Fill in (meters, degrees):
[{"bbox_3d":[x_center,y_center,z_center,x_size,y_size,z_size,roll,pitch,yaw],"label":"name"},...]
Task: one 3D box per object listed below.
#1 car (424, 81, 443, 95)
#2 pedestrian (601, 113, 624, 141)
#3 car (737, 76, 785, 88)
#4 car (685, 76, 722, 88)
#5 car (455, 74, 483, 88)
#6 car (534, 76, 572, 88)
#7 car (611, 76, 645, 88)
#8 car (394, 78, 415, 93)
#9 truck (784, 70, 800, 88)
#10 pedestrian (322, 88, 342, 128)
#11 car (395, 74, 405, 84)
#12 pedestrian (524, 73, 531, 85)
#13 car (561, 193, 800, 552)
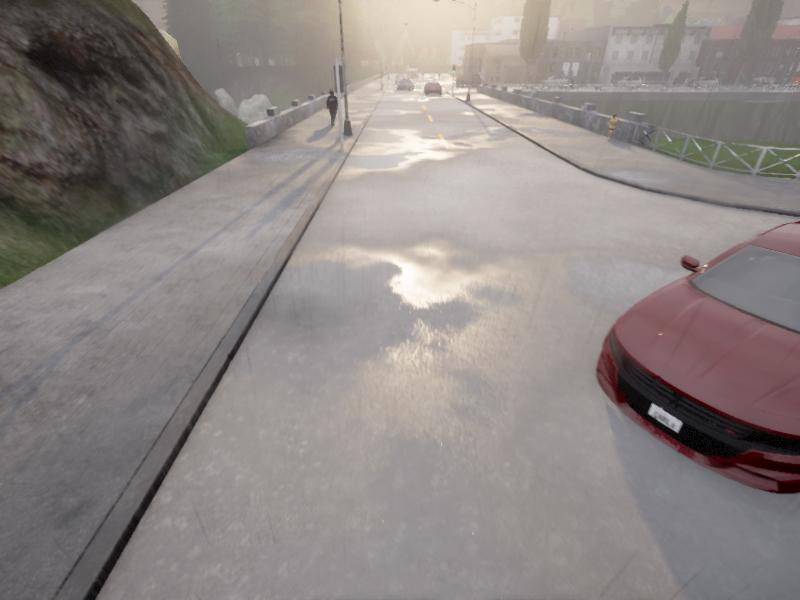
[{"bbox_3d":[4.052,-26.179,49.302,1.994,1.385,4.181,0,30,0],"label":"car"},{"bbox_3d":[9.399,-7.678,17.731,0.500,1.100,0.500,0,30,0],"label":"pedestrian"},{"bbox_3d":[56.881,-34.386,63.076,5.238,1.638,1.930,0,30,0],"label":"car"},{"bbox_3d":[47.829,-34.376,63.087,3.988,1.617,1.851,0,30,0],"label":"car"},{"bbox_3d":[10.784,-34.422,62.858,3.866,1.878,1.905,-2,30,-4],"label":"car"},{"bbox_3d":[24.086,-34.392,63.083,5.027,1.651,2.152,0,30,0],"label":"car"},{"bbox_3d":[35.960,-34.382,63.089,3.988,1.617,1.851,0,30,0],"label":"car"},{"bbox_3d":[0.648,-29.074,54.087,2.038,1.542,4.974,5,31,8],"label":"car"},{"bbox_3d":[64.575,-34.743,62.864,5.204,2.467,2.627,0,30,0],"label":"truck"},{"bbox_3d":[-3.651,-10.336,21.524,0.751,1.860,0.751,1,30,2],"label":"pedestrian"},{"bbox_3d":[0.031,-43.152,78.032,1.851,1.617,3.988,0,30,0],"label":"car"},{"bbox_3d":[21.686,-37.546,67.959,0.751,1.860,0.751,5,31,8],"label":"pedestrian"},{"bbox_3d":[4.351,0.093,4.305,5.008,1.535,1.882,-17,34,-26],"label":"car"}]
